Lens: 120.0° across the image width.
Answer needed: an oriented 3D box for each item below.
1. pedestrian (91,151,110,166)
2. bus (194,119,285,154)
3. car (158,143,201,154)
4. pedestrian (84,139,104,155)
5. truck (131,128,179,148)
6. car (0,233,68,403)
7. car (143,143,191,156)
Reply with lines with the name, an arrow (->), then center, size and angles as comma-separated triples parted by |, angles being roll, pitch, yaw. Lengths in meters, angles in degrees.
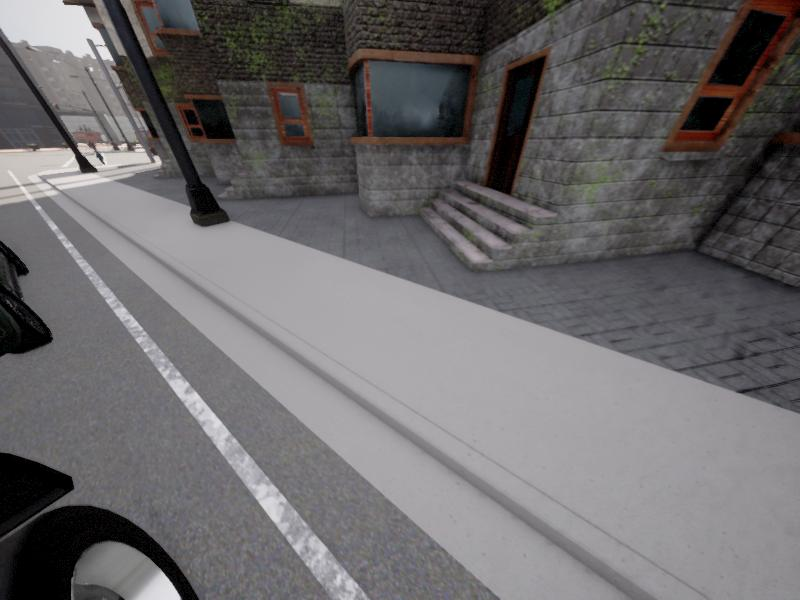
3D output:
pedestrian -> -26.459, -12.482, 20.421 | 0.500, 1.100, 0.500 | 23, 41, 28
bus -> -24.421, -25.549, 36.144 | 10.273, 4.253, 3.944 | -7, 36, -8
car -> -33.864, -23.370, 35.626 | 4.181, 1.385, 1.994 | -6, 36, -9
pedestrian -> -42.857, -21.369, 32.335 | 0.751, 1.860, 0.751 | -17, 39, -23
truck -> -58.980, -39.315, 56.057 | 2.891, 3.827, 8.468 | -5, 35, -8
car -> -6.766, -0.359, 2.652 | 5.566, 2.045, 2.150 | 21, 40, 28
car -> -32.989, -21.455, 32.817 | 4.193, 1.474, 1.816 | -6, 36, -9
